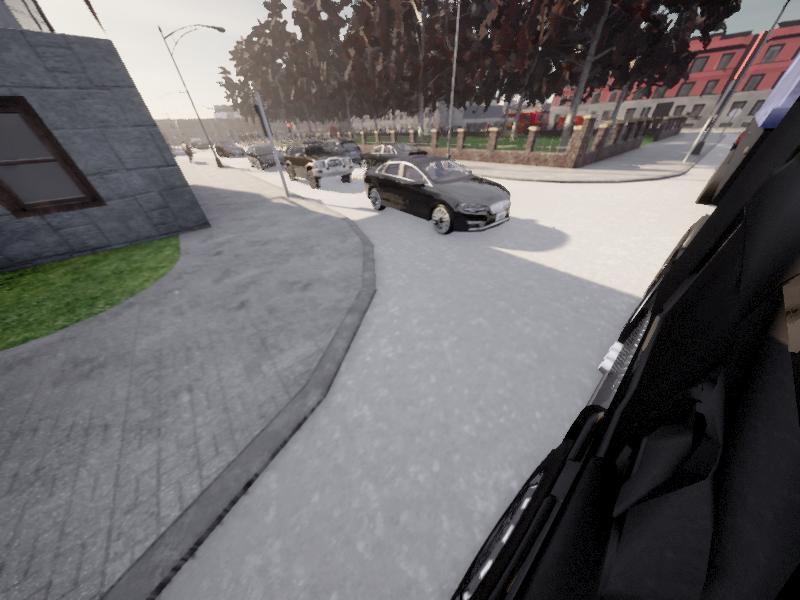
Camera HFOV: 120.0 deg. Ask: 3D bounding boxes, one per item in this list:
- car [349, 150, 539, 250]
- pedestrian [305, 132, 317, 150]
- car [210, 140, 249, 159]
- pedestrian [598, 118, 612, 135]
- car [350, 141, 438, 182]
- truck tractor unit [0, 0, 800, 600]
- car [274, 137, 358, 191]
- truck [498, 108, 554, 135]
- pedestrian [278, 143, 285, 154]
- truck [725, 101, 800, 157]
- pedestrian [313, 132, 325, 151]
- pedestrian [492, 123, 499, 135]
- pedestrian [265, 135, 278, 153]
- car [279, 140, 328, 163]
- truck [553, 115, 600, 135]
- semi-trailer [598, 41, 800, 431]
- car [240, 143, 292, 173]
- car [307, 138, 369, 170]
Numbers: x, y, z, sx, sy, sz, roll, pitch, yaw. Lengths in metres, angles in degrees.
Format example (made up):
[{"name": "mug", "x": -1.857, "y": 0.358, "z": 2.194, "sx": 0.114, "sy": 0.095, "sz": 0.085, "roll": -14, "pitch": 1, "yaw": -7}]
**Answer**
[{"name": "car", "x": 0.758, "y": -3.225, "z": 6.626, "sx": 2.128, "sy": 1.511, "sz": 4.902, "roll": -26, "pitch": 43, "yaw": -28}, {"name": "pedestrian", "x": -11.658, "y": -20.776, "z": 30.246, "sx": 0.751, "sy": 1.860, "sz": 0.751, "roll": -28, "pitch": 44, "yaw": -30}, {"name": "car", "x": -20.164, "y": -17.823, "z": 27.251, "sx": 4.856, "sy": 1.649, "sz": 2.033, "roll": 28, "pitch": 46, "yaw": 33}, {"name": "pedestrian", "x": 29.746, "y": -25.241, "z": 33.594, "sx": 0.751, "sy": 1.860, "sz": 0.751, "roll": -28, "pitch": 44, "yaw": -30}, {"name": "car", "x": -0.499, "y": -7.887, "z": 12.906, "sx": 2.128, "sy": 1.511, "sz": 4.902, "roll": -28, "pitch": 44, "yaw": -30}, {"name": "truck tractor unit", "x": 2.645, "y": -0.295, "z": 0.351, "sx": 6.516, "sy": 4.208, "sz": 3.053, "roll": -28, "pitch": 44, "yaw": -30}, {"name": "car", "x": -4.282, "y": -6.940, "z": 11.585, "sx": 1.932, "sy": 1.855, "sz": 4.605, "roll": -28, "pitch": 43, "yaw": -30}, {"name": "truck", "x": 23.949, "y": -34.348, "z": 44.649, "sx": 2.891, "sy": 3.827, "sz": 8.468, "roll": -28, "pitch": 44, "yaw": -30}, {"name": "pedestrian", "x": -14.784, "y": -18.930, "z": 28.792, "sx": 0.500, "sy": 1.100, "sz": 0.500, "roll": -17, "pitch": 39, "yaw": -19}, {"name": "truck", "x": 22.952, "y": -10.460, "z": 14.063, "sx": 5.204, "sy": 2.467, "sz": 2.627, "roll": -28, "pitch": 44, "yaw": -30}, {"name": "pedestrian", "x": -10.018, "y": -19.642, "z": 28.635, "sx": 0.751, "sy": 1.860, "sz": 0.751, "roll": -29, "pitch": 44, "yaw": -30}, {"name": "pedestrian", "x": 18.441, "y": -32.976, "z": 44.590, "sx": 0.751, "sy": 1.860, "sz": 0.751, "roll": -12, "pitch": 38, "yaw": -12}, {"name": "pedestrian", "x": -17.165, "y": -20.886, "z": 30.910, "sx": 0.751, "sy": 1.860, "sz": 0.751, "roll": 29, "pitch": 47, "yaw": 35}, {"name": "car", "x": -9.043, "y": -13.977, "z": 21.542, "sx": 2.128, "sy": 1.511, "sz": 4.902, "roll": -30, "pitch": 45, "yaw": -32}, {"name": "truck", "x": 29.866, "y": -29.771, "z": 39.318, "sx": 2.627, "sy": 2.467, "sz": 5.204, "roll": -29, "pitch": 44, "yaw": -30}, {"name": "semi-trailer", "x": 8.690, "y": -3.616, "z": 4.229, "sx": 14.254, "sy": 4.402, "sz": 2.717, "roll": -28, "pitch": 44, "yaw": -30}, {"name": "car", "x": -10.182, "y": -10.807, "z": 17.410, "sx": 1.837, "sy": 1.490, "sz": 4.892, "roll": -28, "pitch": 44, "yaw": -30}, {"name": "car", "x": -4.681, "y": -10.978, "z": 17.182, "sx": 2.033, "sy": 1.649, "sz": 4.856, "roll": -30, "pitch": 44, "yaw": -31}]
